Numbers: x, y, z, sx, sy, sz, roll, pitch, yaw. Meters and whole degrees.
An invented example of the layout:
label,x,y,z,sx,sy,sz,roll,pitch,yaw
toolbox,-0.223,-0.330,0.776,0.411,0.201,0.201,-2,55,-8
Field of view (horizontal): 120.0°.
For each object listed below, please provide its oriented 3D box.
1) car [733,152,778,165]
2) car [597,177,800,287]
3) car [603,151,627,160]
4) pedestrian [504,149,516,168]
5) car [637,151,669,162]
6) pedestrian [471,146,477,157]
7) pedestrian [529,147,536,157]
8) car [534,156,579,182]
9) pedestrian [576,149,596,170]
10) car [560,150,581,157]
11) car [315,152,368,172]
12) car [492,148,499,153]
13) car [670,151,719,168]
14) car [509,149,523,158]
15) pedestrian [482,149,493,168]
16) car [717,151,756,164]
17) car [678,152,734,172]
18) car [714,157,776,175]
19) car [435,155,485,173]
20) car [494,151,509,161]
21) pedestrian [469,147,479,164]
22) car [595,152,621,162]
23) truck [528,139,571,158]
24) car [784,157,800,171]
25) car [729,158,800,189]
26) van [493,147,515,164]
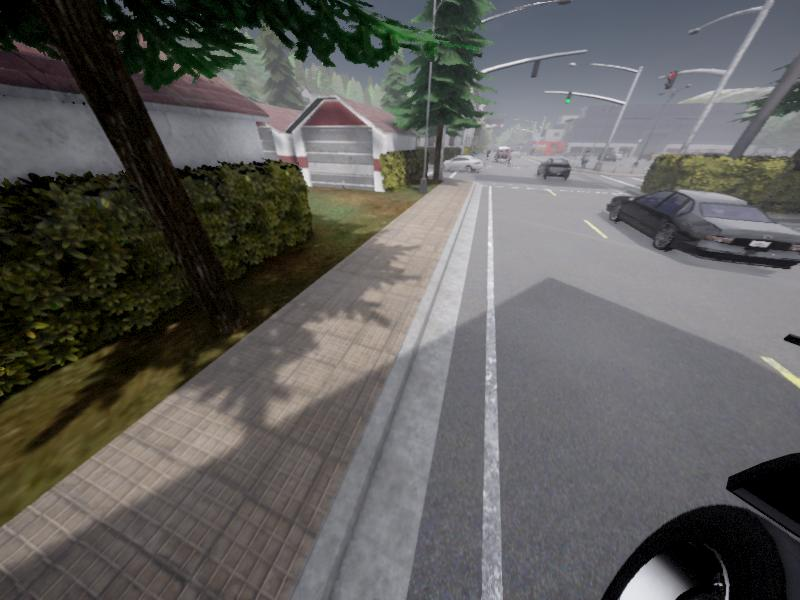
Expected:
label,x,y,z,sx,sy,sz,roll,pitch,yaw
car,65.482,-26.239,42.691,1.932,1.855,4.605,11,35,14
car,8.426,-2.507,6.929,2.033,1.411,5.357,12,36,13
car,44.192,-29.769,47.593,1.970,1.475,3.806,11,35,14
pedestrian,13.264,-17.063,27.864,0.751,1.860,0.751,14,36,19
car,50.404,-28.836,46.235,2.152,1.636,5.027,11,35,14
pedestrian,15.088,-30.145,46.949,0.751,1.860,0.751,13,36,17
pedestrian,30.199,-33.756,52.610,0.751,1.860,0.751,10,35,14
car,13.656,-11.715,20.534,2.128,1.511,4.902,11,36,14
pedestrian,20.148,-15.214,25.043,0.751,1.860,0.751,-2,34,-4
car,46.340,-39.747,62.814,4.193,1.474,1.816,11,35,14
car,-6.141,-14.750,24.638,5.008,1.535,1.882,10,35,14
car,33.777,-52.960,81.621,1.837,1.490,4.892,11,35,14
car,42.119,-20.217,33.231,1.932,1.855,4.605,11,35,14
car,25.668,-32.600,51.319,2.152,1.651,5.027,11,35,14
pedestrian,10.443,-16.877,27.519,0.751,1.860,0.751,7,35,9
car,62.590,-26.567,43.064,1.905,1.878,3.866,11,35,14
car,36.592,-16.653,27.804,1.905,1.878,3.866,11,35,14
car,39.568,-15.487,26.667,1.970,1.475,3.806,11,35,14
car,6.170,-14.164,24.056,4.674,1.442,1.812,16,37,25
car,18.145,-25.928,41.527,1.994,1.385,4.181,11,35,14
pedestrian,9.545,-18.575,29.726,0.751,1.860,0.751,18,38,23
car,38.556,-26.637,42.954,2.007,1.523,4.514,11,35,14
truck,39.120,-40.042,60.967,8.468,3.827,2.891,11,35,14
car,53.762,-17.402,29.735,2.007,1.523,4.514,11,35,14
car,29.888,-9.930,18.134,3.866,1.878,1.905,11,35,14
van,15.890,-22.363,35.620,2.069,2.038,4.480,8,35,11
